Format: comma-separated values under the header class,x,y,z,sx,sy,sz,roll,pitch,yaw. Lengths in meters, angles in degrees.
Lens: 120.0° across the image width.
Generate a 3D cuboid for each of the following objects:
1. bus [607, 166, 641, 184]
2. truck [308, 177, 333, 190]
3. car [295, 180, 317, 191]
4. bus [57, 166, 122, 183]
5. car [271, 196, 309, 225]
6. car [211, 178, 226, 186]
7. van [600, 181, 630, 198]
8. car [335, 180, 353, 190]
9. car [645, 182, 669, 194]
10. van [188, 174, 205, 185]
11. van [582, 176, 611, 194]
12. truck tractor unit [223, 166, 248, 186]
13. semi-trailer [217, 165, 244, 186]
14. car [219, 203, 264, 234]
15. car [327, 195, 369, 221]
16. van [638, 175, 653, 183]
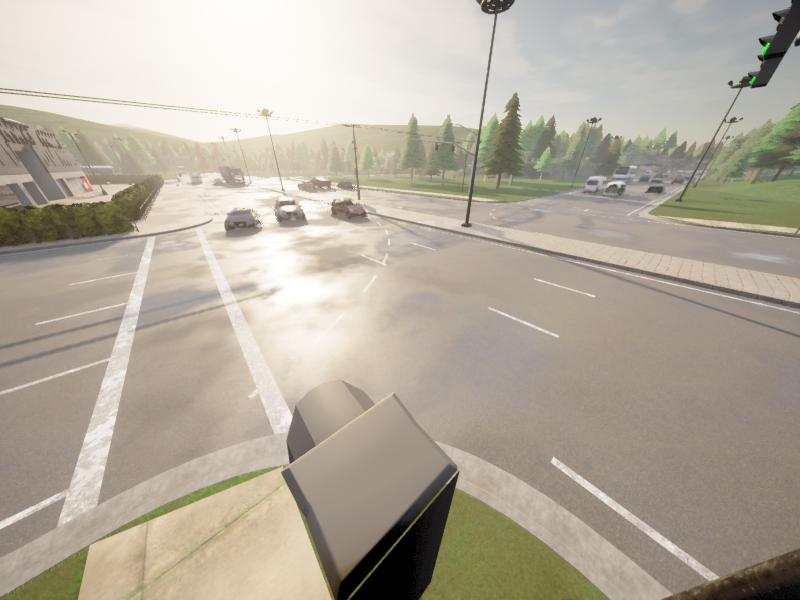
class,x,y,z,sx,sy,sz,roll,pitch,yaw
bus,63.123,-35.282,64.955,10.273,4.253,3.944,-23,37,-34
truck,-16.690,-24.417,48.299,2.390,2.098,6.274,-23,37,-34
car,-18.554,-22.607,45.640,2.152,1.651,5.027,-23,37,-34
bus,-90.919,-37.124,68.157,10.273,4.253,3.944,-23,37,-34
car,-9.777,-8.034,20.354,2.242,1.667,4.611,-15,33,-25
car,-44.384,-28.808,56.470,2.038,1.542,4.974,-23,37,-35
van,33.841,-17.453,36.300,4.480,2.038,2.069,-23,37,-34
car,-11.578,-23.910,47.911,1.851,1.617,3.988,-23,37,-34
car,45.607,-19.914,40.958,5.238,1.638,1.930,-23,37,-34
van,-54.261,-32.227,61.495,2.351,2.431,6.366,-23,37,-35
van,34.647,-20.303,40.689,5.915,2.561,1.988,-23,37,-34
truck tractor unit,-40.287,-30.448,56.626,3.053,4.208,6.516,-23,37,-34
semi-trailer,-45.446,-33.534,61.772,2.717,4.402,14.254,-23,37,-35
car,-11.970,-6.363,17.757,1.994,1.385,4.181,-12,32,-20
car,-4.818,-8.532,21.276,1.851,1.617,3.988,-24,38,-35
van,72.490,-35.850,68.212,4.442,1.987,1.775,-23,37,-34
